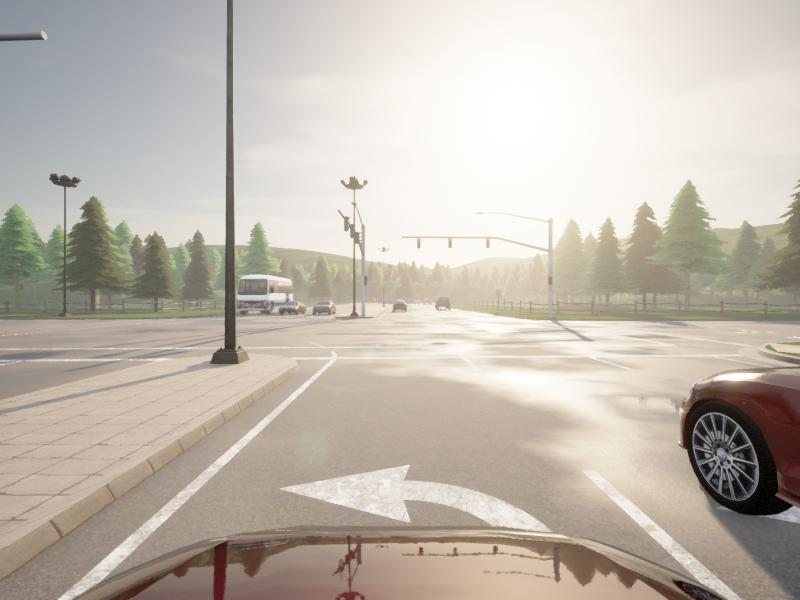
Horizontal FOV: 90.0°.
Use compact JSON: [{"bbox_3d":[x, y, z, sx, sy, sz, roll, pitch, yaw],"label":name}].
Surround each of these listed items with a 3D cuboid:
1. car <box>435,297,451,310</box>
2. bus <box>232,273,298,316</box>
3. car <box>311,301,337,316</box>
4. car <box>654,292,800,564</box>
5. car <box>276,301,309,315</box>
[{"bbox_3d":[7.026,0.510,66.326,2.150,2.045,5.566,0,0,0],"label":"car"},{"bbox_3d":[-14.869,-0.573,45.259,3.944,4.253,10.273,0,0,0],"label":"bus"},{"bbox_3d":[-7.991,0.807,42.501,1.837,1.490,4.892,0,0,0],"label":"car"},{"bbox_3d":[3.500,0.779,1.307,2.152,1.651,5.027,0,0,0],"label":"car"},{"bbox_3d":[-11.492,0.857,43.184,2.033,1.411,5.357,0,0,0],"label":"car"}]
